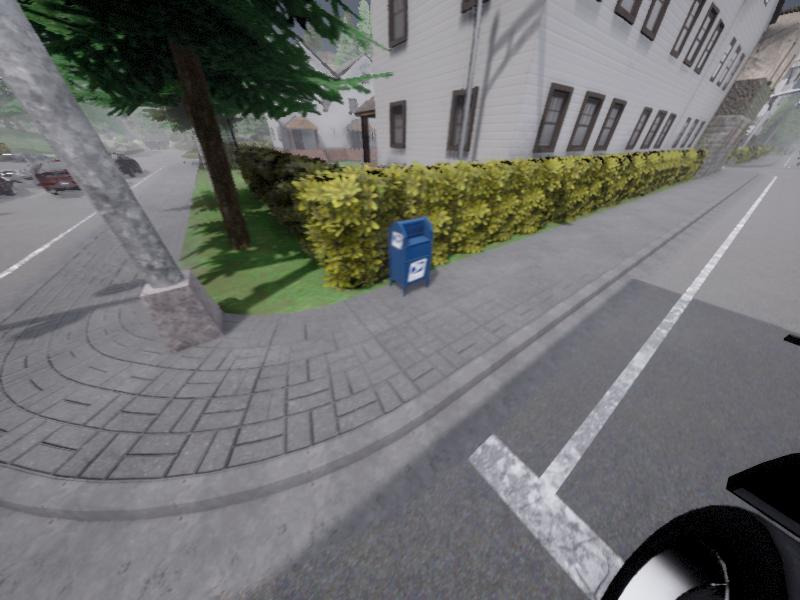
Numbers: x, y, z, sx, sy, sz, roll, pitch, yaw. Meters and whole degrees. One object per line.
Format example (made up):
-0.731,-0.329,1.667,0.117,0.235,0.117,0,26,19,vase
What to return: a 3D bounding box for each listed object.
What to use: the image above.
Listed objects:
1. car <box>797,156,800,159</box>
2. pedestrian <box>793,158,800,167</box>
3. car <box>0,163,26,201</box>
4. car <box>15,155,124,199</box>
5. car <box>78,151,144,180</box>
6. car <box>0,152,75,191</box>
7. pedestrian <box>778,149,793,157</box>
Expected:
73.214,-25.972,41.188,4.892,1.490,1.837,-21,40,-28,car
47.579,-16.628,26.985,0.751,1.860,0.751,-12,37,-18,pedestrian
-19.495,-4.921,9.971,1.994,1.385,4.181,-21,40,-28,car
-17.603,-6.920,12.736,1.882,1.535,5.008,-21,40,-28,car
-21.800,-10.404,17.711,1.882,1.535,5.008,-21,40,-28,car
-23.118,-7.999,14.144,2.152,1.651,5.027,-21,40,-28,car
76.919,-29.438,46.113,0.751,1.300,0.751,3,35,3,pedestrian
